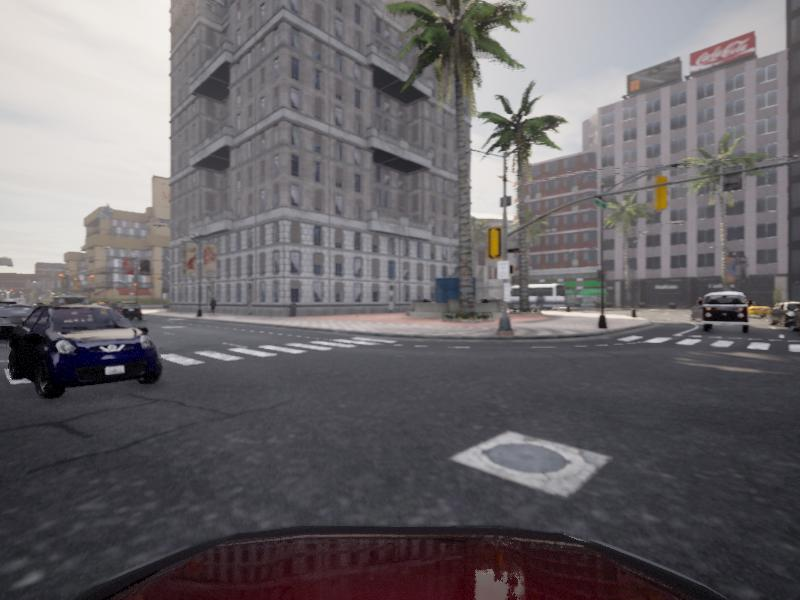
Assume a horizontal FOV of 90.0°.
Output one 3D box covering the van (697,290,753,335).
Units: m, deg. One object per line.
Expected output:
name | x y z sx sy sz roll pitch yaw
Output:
van | 16.853 0.584 20.703 2.069 2.038 4.480 0 0 41

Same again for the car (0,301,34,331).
car | -22.817 0.870 23.196 4.974 1.542 2.038 0 0 44

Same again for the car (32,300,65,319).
car | -33.522 0.829 38.130 2.242 1.667 4.611 0 0 -43

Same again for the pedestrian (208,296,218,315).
pedestrian | -18.356 0.548 39.215 0.751 1.860 0.751 0 0 -36

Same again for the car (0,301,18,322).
car | -31.278 0.865 31.246 5.366 1.575 1.801 0 0 43

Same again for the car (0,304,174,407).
car | -6.178 0.840 7.787 3.633 1.501 1.845 0 0 38

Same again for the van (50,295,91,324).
van | -24.357 0.654 29.507 4.442 1.987 1.775 0 0 44

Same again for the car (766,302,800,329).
car | 23.395 0.864 23.540 1.970 1.475 3.806 0 0 30

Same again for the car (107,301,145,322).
car | -22.105 0.872 32.191 3.705 1.549 1.789 0 0 44

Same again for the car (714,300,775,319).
car | 31.843 0.822 37.212 1.801 1.575 5.366 0 0 9

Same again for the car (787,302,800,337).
car | 19.605 0.859 18.472 2.163 1.488 4.792 0 0 40

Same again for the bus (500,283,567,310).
bus | 22.602 -0.472 68.263 3.944 4.253 10.273 0 0 -40

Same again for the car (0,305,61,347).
car | -15.247 0.927 15.975 5.357 1.411 2.033 0 0 44

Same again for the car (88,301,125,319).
car | -27.205 0.868 37.038 5.366 1.575 1.801 0 0 43
